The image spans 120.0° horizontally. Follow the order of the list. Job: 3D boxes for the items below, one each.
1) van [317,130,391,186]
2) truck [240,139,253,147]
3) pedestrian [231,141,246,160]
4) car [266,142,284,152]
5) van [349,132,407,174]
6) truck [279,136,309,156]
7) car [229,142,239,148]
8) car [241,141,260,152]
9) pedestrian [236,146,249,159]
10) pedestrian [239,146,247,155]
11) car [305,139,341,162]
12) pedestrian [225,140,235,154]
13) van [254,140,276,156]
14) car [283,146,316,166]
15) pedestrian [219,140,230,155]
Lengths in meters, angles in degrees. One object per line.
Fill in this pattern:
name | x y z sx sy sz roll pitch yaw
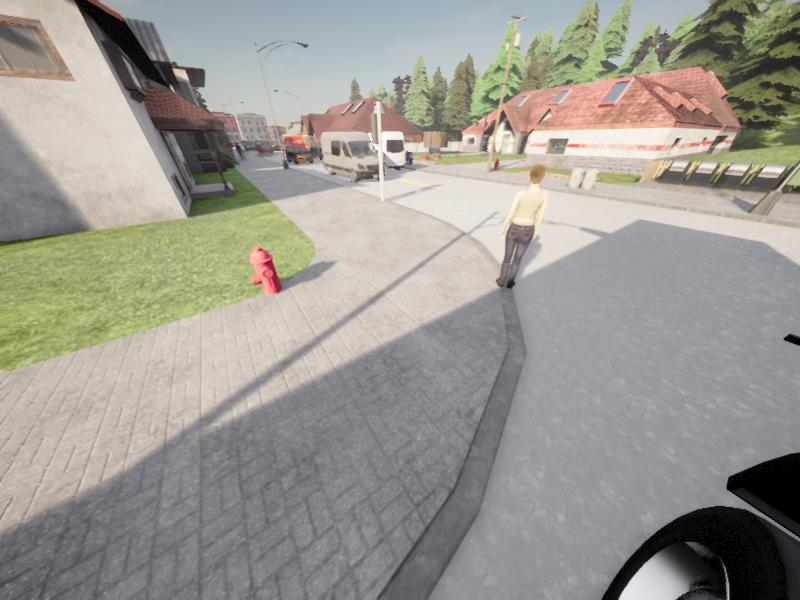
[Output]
van | -3.108 -9.257 14.854 1.988 2.561 5.915 -22 41 -28
truck | -51.175 -52.458 77.165 2.390 2.098 6.274 -22 41 -28
pedestrian | -18.998 -17.627 27.206 0.751 1.860 0.751 -26 42 -31
car | -25.410 -31.100 46.862 2.038 1.542 4.974 -21 40 -27
van | -1.921 -12.242 19.079 1.988 2.561 5.915 -21 40 -27
truck | -16.809 -24.448 36.555 2.627 2.467 5.204 -21 40 -27
car | -52.975 -49.704 73.801 1.845 1.501 3.633 -22 41 -28
car | -30.444 -31.279 47.037 2.242 1.667 4.611 -23 41 -28
pedestrian | -19.473 -18.240 28.565 0.751 1.300 0.751 -26 43 -32
pedestrian | -23.455 -22.351 34.598 0.500 1.100 0.500 17 39 22
car | -9.304 -18.093 27.863 2.150 2.045 5.566 -21 41 -27
pedestrian | -27.050 -24.328 36.769 0.751 1.860 0.751 -18 39 -24
van | -21.307 -23.962 36.321 1.775 1.987 4.442 -23 41 -28
car | -10.290 -14.756 23.556 1.789 1.549 3.705 -22 41 -28
pedestrian | -27.555 -23.981 36.279 0.751 1.860 0.751 -19 39 -25
